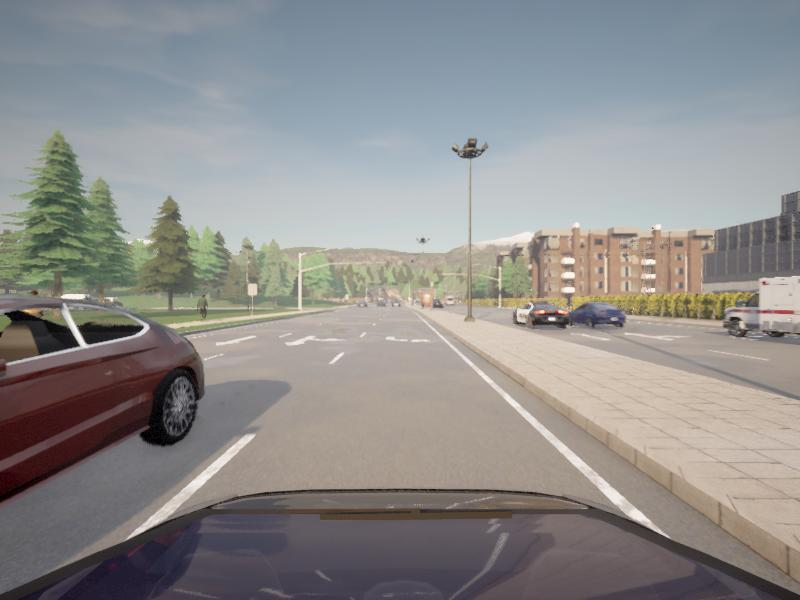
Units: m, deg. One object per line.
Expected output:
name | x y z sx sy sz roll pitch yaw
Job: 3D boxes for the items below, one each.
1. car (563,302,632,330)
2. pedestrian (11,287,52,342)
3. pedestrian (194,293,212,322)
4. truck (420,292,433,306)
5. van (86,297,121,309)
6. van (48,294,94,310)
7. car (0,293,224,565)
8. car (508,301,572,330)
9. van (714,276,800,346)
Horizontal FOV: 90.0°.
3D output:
car | 11.583 0.876 23.858 1.812 1.442 4.674 0 0 0
pedestrian | -12.879 0.489 13.991 0.751 1.860 0.751 0 0 2
pedestrian | -12.792 0.492 25.967 0.751 1.860 0.751 0 0 2
truck | 7.204 -0.297 108.647 2.891 3.827 8.468 0 0 0
van | -51.106 0.592 69.002 4.480 2.038 2.069 0 0 1
van | -53.871 0.317 65.551 5.915 2.561 1.988 0 0 1
car | -3.499 0.782 2.973 2.152 1.651 5.027 0 0 0
car | 8.082 0.830 23.623 2.038 1.542 4.974 0 0 0
van | 15.042 0.382 14.470 2.351 2.431 6.366 0 0 0
